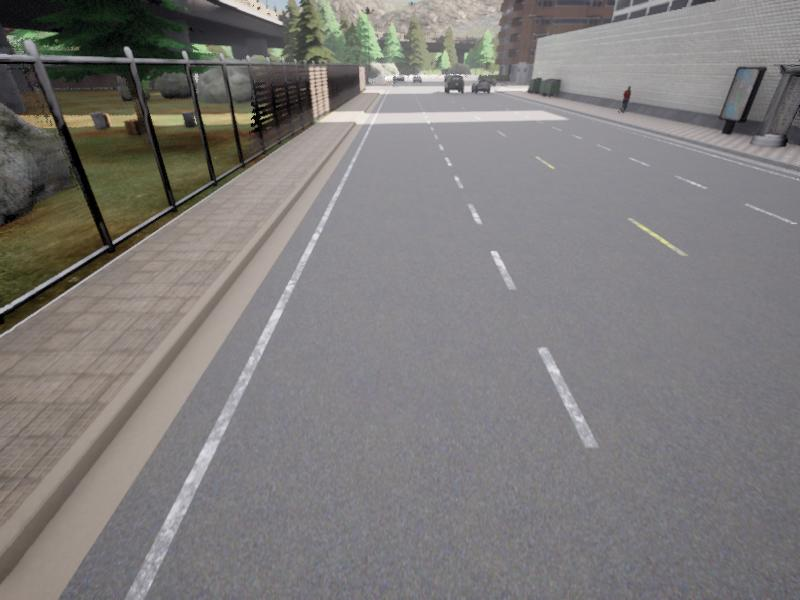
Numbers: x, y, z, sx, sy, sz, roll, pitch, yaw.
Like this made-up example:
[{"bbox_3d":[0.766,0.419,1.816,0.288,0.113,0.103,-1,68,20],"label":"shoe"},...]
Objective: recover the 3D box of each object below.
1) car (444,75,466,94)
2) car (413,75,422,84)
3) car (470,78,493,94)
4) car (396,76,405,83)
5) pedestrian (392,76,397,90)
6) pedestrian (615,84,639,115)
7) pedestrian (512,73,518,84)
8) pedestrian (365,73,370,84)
[{"bbox_3d":[7.086,-28.234,52.345,2.150,2.045,5.566,0,30,0],"label":"car"},{"bbox_3d":[3.636,-46.217,83.720,1.816,1.474,4.193,0,30,0],"label":"car"},{"bbox_3d":[10.585,-28.020,52.379,2.033,1.649,4.856,0,30,0],"label":"car"},{"bbox_3d":[0.136,-47.205,85.589,1.895,1.301,4.718,0,30,0],"label":"car"},{"bbox_3d":[-0.834,-32.665,60.172,0.751,1.860,0.751,-3,30,-5],"label":"pedestrian"},{"bbox_3d":[15.243,-13.511,26.949,0.751,1.860,0.751,2,30,3],"label":"pedestrian"},{"bbox_3d":[22.597,-43.642,78.700,0.751,1.860,0.751,7,31,12],"label":"pedestrian"},{"bbox_3d":[-6.170,-42.050,75.963,0.751,1.860,0.751,-1,30,-1],"label":"pedestrian"}]
